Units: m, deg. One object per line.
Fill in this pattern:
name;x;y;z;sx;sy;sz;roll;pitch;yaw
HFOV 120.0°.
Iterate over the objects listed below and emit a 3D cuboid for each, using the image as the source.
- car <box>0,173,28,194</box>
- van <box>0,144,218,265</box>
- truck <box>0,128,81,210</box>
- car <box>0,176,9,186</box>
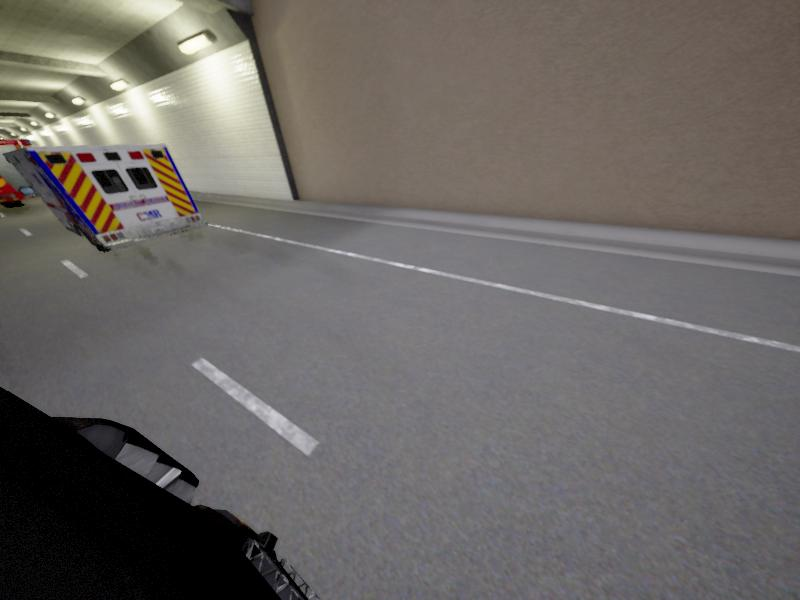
car;-37.734;-11.060;21.863;4.674;1.442;1.812;16;38;26
van;-9.178;-3.245;7.217;6.366;2.431;2.351;16;38;26
truck;-25.515;-8.515;15.023;8.468;3.827;2.891;16;39;26
car;-49.932;-14.605;27.972;3.633;1.501;1.845;16;38;26
